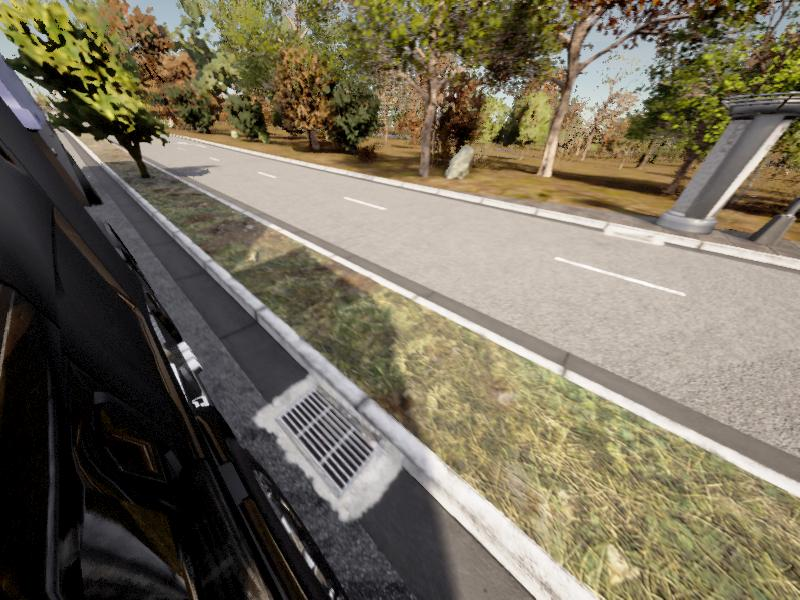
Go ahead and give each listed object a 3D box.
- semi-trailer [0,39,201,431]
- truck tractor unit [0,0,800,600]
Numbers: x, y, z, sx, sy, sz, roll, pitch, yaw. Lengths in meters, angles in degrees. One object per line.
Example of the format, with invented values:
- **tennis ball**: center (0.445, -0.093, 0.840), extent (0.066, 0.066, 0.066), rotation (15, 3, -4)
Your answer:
- **semi-trailer**: center (-8.696, -3.603, 4.235), extent (14.254, 4.402, 2.717), rotation (28, 43, 30)
- **truck tractor unit**: center (-2.645, -0.295, 0.352), extent (6.516, 4.208, 3.053), rotation (28, 44, 30)
